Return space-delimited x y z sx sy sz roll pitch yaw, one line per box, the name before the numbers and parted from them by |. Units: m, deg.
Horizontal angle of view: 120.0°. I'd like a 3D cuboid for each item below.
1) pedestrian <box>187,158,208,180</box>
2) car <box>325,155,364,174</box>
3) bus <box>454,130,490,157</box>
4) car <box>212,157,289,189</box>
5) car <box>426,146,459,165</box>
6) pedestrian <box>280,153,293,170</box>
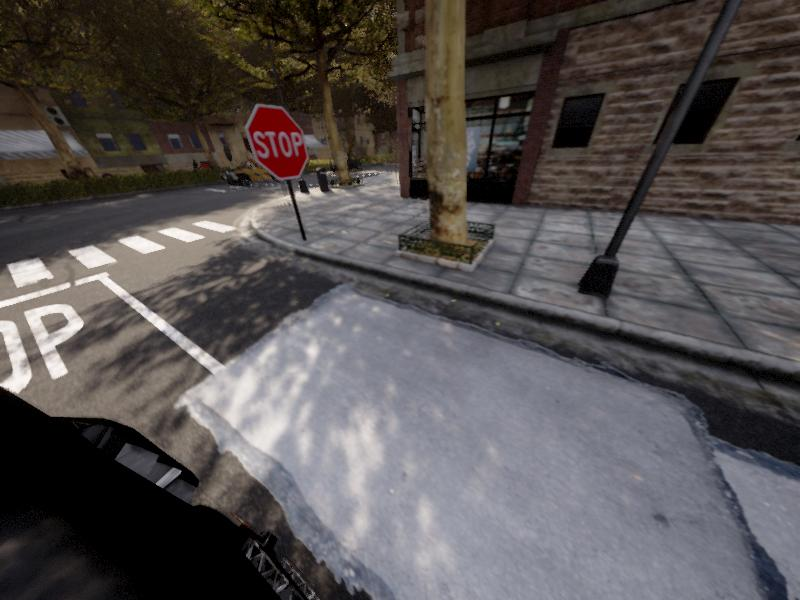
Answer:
pedestrian | -20.596 -13.362 23.530 0.751 1.860 0.751 17 38 27
car | -6.282 -15.657 26.568 1.851 1.617 3.988 17 38 27
bus | 15.537 -33.227 49.216 3.944 4.253 10.273 17 38 27
car | -12.009 -10.512 18.943 1.932 1.855 4.605 17 38 27
car | 5.947 -20.200 32.202 2.435 2.045 5.566 17 38 27
pedestrian | -15.026 -18.287 30.588 0.751 1.860 0.751 23 41 33
